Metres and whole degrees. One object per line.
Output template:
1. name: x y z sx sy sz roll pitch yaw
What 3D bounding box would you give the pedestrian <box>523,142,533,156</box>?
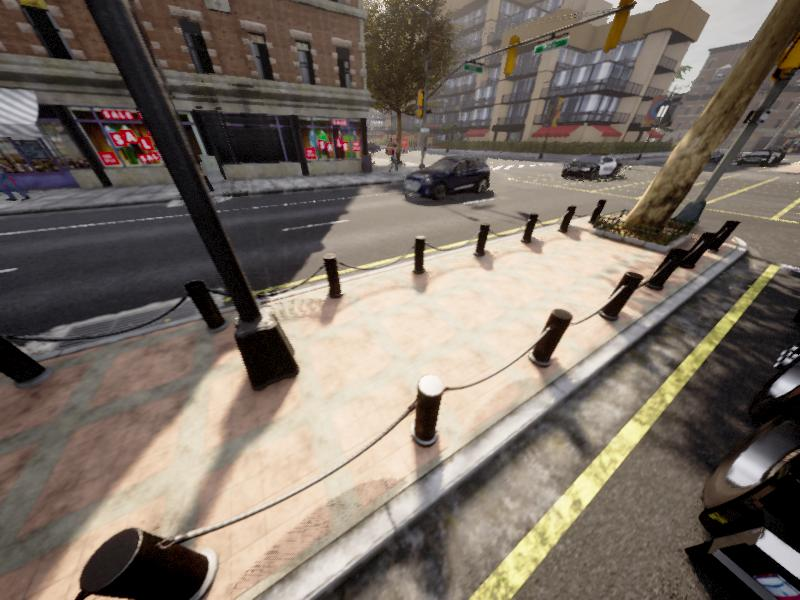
1. pedestrian: 20.794 -24.568 37.539 0.751 1.860 0.751 -20 40 -27

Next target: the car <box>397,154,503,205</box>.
1. car: 2.446 -5.990 11.204 4.856 1.649 2.033 -22 41 -29

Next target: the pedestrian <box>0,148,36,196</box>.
1. pedestrian: -17.334 -5.612 9.984 0.751 1.860 0.751 -22 41 -29

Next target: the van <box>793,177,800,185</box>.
1. van: 27.309 -7.431 13.172 1.775 1.987 4.442 -18 39 -25

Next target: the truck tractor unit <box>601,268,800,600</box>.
1. truck tractor unit: 5.117 -0.295 0.773 6.516 4.208 3.053 -18 39 -24

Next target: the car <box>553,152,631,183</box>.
1. car: 13.752 -9.584 16.549 4.974 1.542 2.038 -18 39 -24

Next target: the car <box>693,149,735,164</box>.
1. car: 38.792 -17.770 28.566 3.806 1.475 1.970 -18 39 -25

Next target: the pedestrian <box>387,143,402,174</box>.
1. pedestrian: -0.400 -10.333 16.908 0.751 1.860 0.751 -20 40 -27

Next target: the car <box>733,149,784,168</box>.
1. car: 40.393 -16.008 26.001 4.974 1.542 2.038 -18 39 -25
